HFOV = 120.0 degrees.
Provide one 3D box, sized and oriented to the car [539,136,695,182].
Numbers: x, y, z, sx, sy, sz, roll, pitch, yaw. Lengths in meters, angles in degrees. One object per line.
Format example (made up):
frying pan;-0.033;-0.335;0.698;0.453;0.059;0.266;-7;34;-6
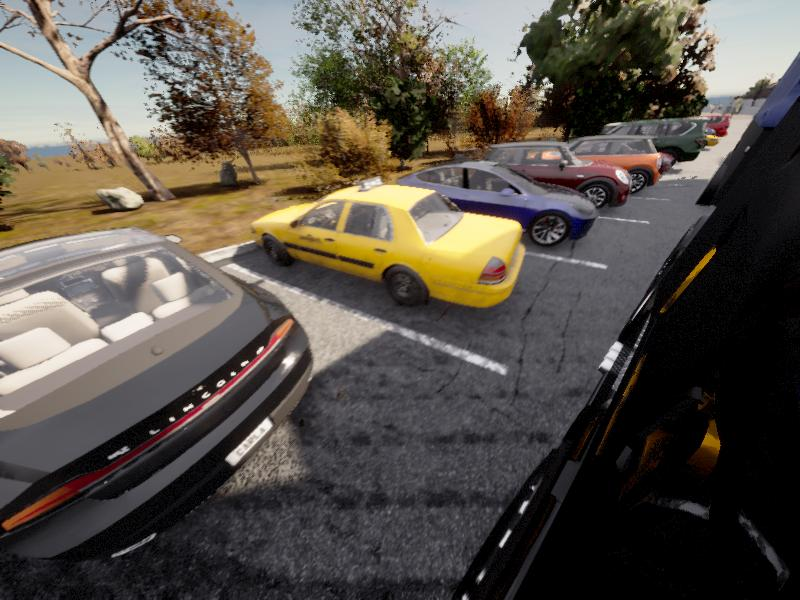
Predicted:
car;9.235;-6.435;10.502;4.674;1.452;2.002;17;40;25

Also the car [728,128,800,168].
car;19.631;-8.156;12.256;4.181;1.385;1.994;-28;44;-30

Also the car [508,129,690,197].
car;6.975;-5.346;8.900;4.553;1.767;2.185;17;41;25

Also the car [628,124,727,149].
car;22.868;-13.717;19.421;4.792;1.488;2.163;17;41;25

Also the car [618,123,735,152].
car;20.781;-12.477;17.827;5.366;1.575;1.946;17;40;25

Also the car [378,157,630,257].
car;2.108;-2.638;5.825;4.792;1.488;2.163;17;40;25

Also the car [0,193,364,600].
car;-3.112;0.094;2.431;4.892;1.521;2.231;17;41;25

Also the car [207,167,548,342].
car;-0.681;-1.336;4.199;5.366;1.575;1.946;17;41;25

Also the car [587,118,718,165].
car;13.881;-9.040;13.265;4.442;1.987;1.878;17;40;25

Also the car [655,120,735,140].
car;31.972;-18.586;25.350;4.892;1.521;2.231;17;41;25

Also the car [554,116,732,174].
car;11.474;-7.886;11.824;5.566;2.045;2.435;17;41;25

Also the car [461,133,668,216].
car;4.647;-4.156;7.448;4.553;1.767;2.185;17;40;25

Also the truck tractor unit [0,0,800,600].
truck tractor unit;2.645;-0.295;0.351;6.516;4.208;3.053;-28;44;-30

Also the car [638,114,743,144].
car;27.406;-16.367;22.229;5.566;2.045;2.435;17;41;25

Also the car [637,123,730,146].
car;25.198;-14.917;20.888;4.792;1.488;2.163;17;40;25

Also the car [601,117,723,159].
car;16.157;-10.253;14.753;4.442;1.987;1.878;17;40;25

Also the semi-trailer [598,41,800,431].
semi-trailer;8.696;-3.593;4.247;14.254;4.402;2.717;-28;44;-30

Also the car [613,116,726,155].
car;18.434;-11.466;16.241;4.442;1.987;1.878;17;40;25

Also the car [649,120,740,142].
car;29.873;-17.329;23.781;5.366;1.575;1.946;17;40;25
